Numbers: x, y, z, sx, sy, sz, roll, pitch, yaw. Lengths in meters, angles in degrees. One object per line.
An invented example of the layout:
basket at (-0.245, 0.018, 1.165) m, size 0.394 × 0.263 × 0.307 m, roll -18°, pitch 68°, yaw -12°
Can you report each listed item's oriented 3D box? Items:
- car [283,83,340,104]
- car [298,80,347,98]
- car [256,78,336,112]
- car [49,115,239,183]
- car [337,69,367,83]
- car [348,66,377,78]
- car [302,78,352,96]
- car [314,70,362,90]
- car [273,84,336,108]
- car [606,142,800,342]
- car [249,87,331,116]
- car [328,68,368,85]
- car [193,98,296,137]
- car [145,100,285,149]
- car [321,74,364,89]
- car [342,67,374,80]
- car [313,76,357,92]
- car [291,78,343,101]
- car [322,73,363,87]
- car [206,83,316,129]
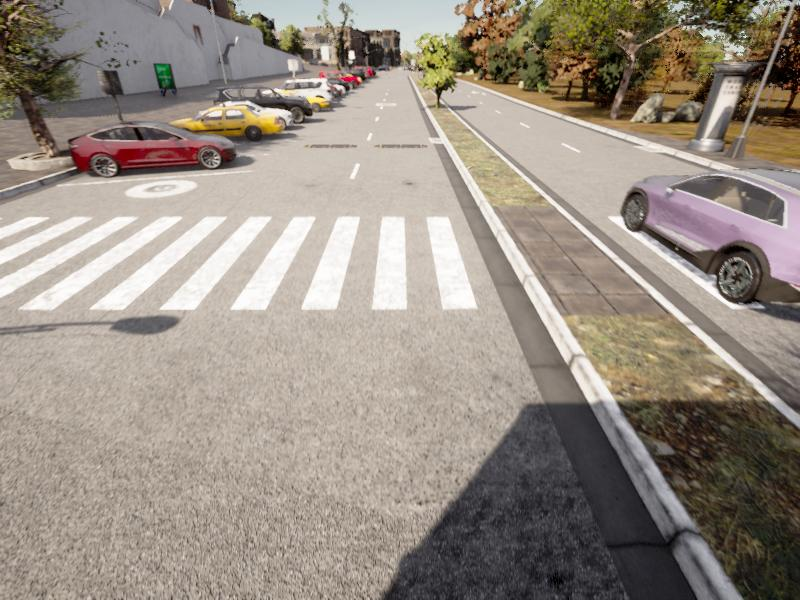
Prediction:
car at (-8.053, -18.879, 36.504) m, size 4.674 × 1.452 × 2.002 m, roll -11°, pitch 32°, yaw -17°
car at (-8.051, -21.985, 41.637) m, size 4.674 × 1.452 × 2.002 m, roll -11°, pitch 32°, yaw -17°
car at (-8.081, -16.030, 31.189) m, size 5.566 × 2.045 × 2.435 m, roll -11°, pitch 33°, yaw -17°
car at (-8.035, -5.108, 13.254) m, size 4.792 × 1.488 × 2.163 m, roll -11°, pitch 32°, yaw -17°
car at (-8.008, -37.663, 67.235) m, size 4.553 × 1.767 × 2.185 m, roll -11°, pitch 33°, yaw -17°
car at (-8.035, -48.540, 85.196) m, size 5.566 × 2.045 × 2.435 m, roll -11°, pitch 33°, yaw -16°
car at (-8.040, -23.576, 44.182) m, size 5.008 × 1.535 × 2.097 m, roll -11°, pitch 33°, yaw -17°
car at (-8.023, -28.473, 51.761) m, size 5.566 × 2.045 × 2.435 m, roll -11°, pitch 32°, yaw -17°
car at (-8.077, -17.332, 33.905) m, size 4.792 × 1.488 × 2.163 m, roll -11°, pitch 33°, yaw -17°
car at (5.784, -1.400, 6.759) m, size 2.033 × 1.649 × 4.856 m, roll 0°, pitch 30°, yaw 0°
car at (-7.882, -14.319, 28.801) m, size 5.366 × 1.575 × 1.946 m, roll -11°, pitch 32°, yaw -17°
car at (-8.067, -34.665, 62.005) m, size 5.566 × 2.045 × 2.435 m, roll -11°, pitch 33°, yaw -17°
car at (-8.061, -9.655, 21.017) m, size 4.674 × 1.452 × 2.002 m, roll -11°, pitch 32°, yaw -17°
car at (-8.230, -8.131, 18.348) m, size 5.366 × 1.575 × 1.946 m, roll -11°, pitch 32°, yaw -17°
car at (-7.869, -29.845, 54.498) m, size 5.366 × 1.575 × 1.946 m, roll -11°, pitch 32°, yaw -17°
car at (-8.061, -43.921, 77.456) m, size 5.566 × 2.045 × 2.435 m, roll -11°, pitch 33°, yaw -17°
car at (-8.019, -26.675, 49.339) m, size 4.792 × 1.488 × 2.163 m, roll -11°, pitch 33°, yaw -17°
car at (-8.082, -20.568, 38.976) m, size 4.553 × 1.767 × 2.185 m, roll -11°, pitch 32°, yaw -17°
car at (-8.215, -31.324, 56.954) m, size 5.366 × 1.575 × 1.946 m, roll -11°, pitch 33°, yaw -17°
car at (-8.033, -11.438, 23.471) m, size 5.566 × 2.045 × 2.435 m, roll -11°, pitch 32°, yaw -17°
